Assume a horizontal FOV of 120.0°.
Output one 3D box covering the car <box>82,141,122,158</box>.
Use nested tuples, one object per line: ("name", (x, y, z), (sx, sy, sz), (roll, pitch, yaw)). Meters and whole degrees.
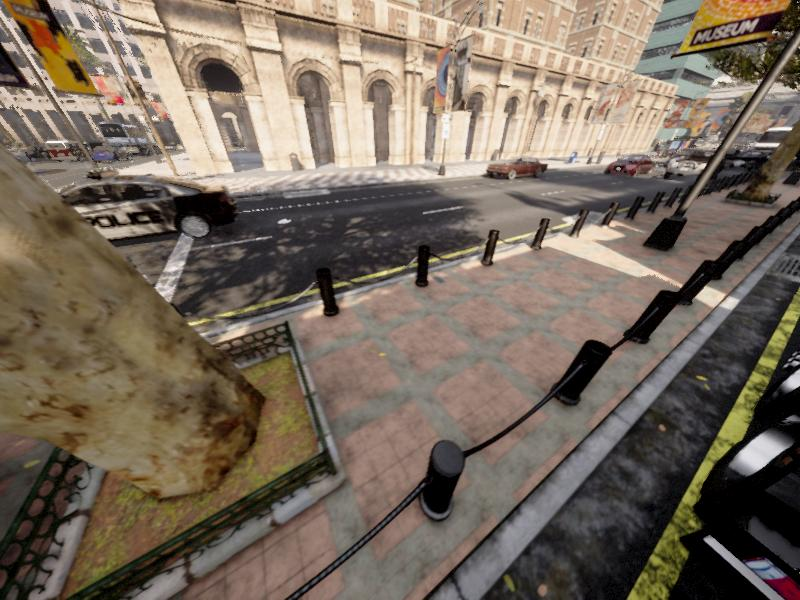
("car", (-41.720, -21.245, 32.524), (1.905, 1.878, 3.866), (-18, 39, -24))

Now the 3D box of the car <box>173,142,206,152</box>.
("car", (-45.971, -33.517, 50.599), (2.152, 1.651, 5.027), (6, 35, 8))

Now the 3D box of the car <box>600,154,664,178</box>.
("car", (18.472, -10.779, 18.435), (4.181, 1.385, 1.994), (-18, 39, -25))

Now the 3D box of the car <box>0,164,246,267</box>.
("car", (-7.286, -2.405, 5.959), (5.238, 1.638, 1.930), (-18, 39, -25))

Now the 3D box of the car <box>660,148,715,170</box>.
("car", (29.319, -14.451, 23.573), (4.856, 1.649, 2.033), (-18, 39, -25))

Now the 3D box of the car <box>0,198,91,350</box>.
("car", (-6.824, 0.071, 2.505), (3.633, 1.501, 1.845), (-24, 41, -30))

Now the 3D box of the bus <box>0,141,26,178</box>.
("bus", (-27.763, -8.354, 12.056), (3.944, 4.253, 10.273), (-18, 39, -25))

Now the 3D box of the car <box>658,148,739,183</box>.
("car", (20.733, -9.419, 16.056), (4.605, 1.855, 1.932), (-18, 39, -25))

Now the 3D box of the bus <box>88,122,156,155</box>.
("bus", (-47.930, -28.289, 40.517), (3.944, 4.253, 10.273), (-18, 39, -24))

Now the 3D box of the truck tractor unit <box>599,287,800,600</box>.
("truck tractor unit", (5.147, -0.263, 0.724), (6.516, 4.208, 3.053), (-17, 38, -22))

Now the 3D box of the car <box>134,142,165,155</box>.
("car", (-42.347, -25.754, 39.230), (2.152, 1.651, 5.027), (-18, 39, -24))

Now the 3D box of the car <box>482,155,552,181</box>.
("car", (8.501, -9.619, 16.743), (4.718, 1.301, 1.895), (-18, 39, -25))

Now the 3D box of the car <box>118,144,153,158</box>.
("car", (-38.415, -21.838, 33.720), (2.007, 1.525, 4.514), (-18, 39, -24))

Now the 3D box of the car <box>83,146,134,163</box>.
("car", (-33.491, -16.926, 26.744), (2.163, 1.488, 4.792), (-18, 39, -24))

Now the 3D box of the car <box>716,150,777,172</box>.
("car", (33.325, -13.412, 22.207), (4.902, 1.511, 2.128), (-18, 39, -24))

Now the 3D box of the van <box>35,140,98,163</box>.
("van", (-37.078, -16.726, 25.935), (2.069, 2.038, 4.480), (-18, 39, -24))

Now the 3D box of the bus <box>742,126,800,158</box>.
("bus", (65.435, -27.335, 40.078), (10.273, 4.253, 3.944), (-18, 39, -25))
